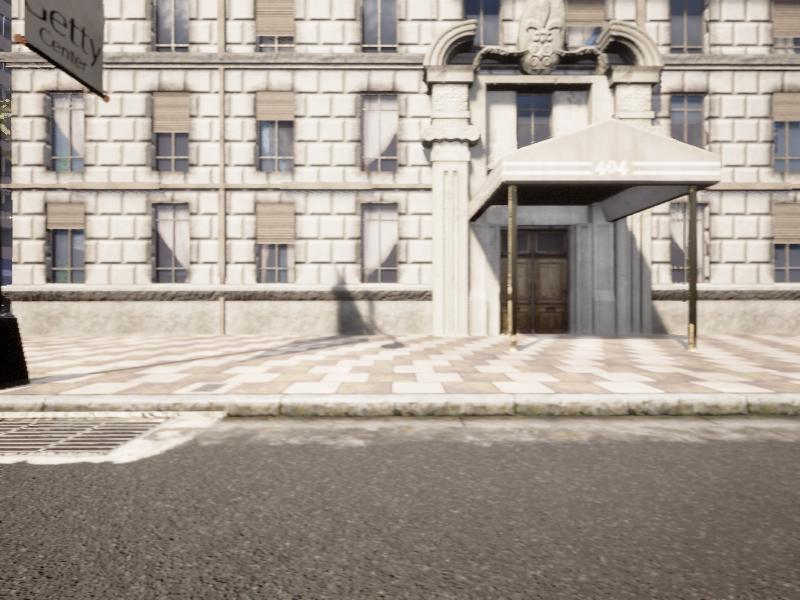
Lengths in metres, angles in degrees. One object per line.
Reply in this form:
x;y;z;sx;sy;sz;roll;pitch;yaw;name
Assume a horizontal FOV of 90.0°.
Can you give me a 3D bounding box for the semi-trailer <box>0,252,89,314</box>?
-29.712;-1.173;29.122;2.717;4.402;14.254;0;0;1;semi-trailer
